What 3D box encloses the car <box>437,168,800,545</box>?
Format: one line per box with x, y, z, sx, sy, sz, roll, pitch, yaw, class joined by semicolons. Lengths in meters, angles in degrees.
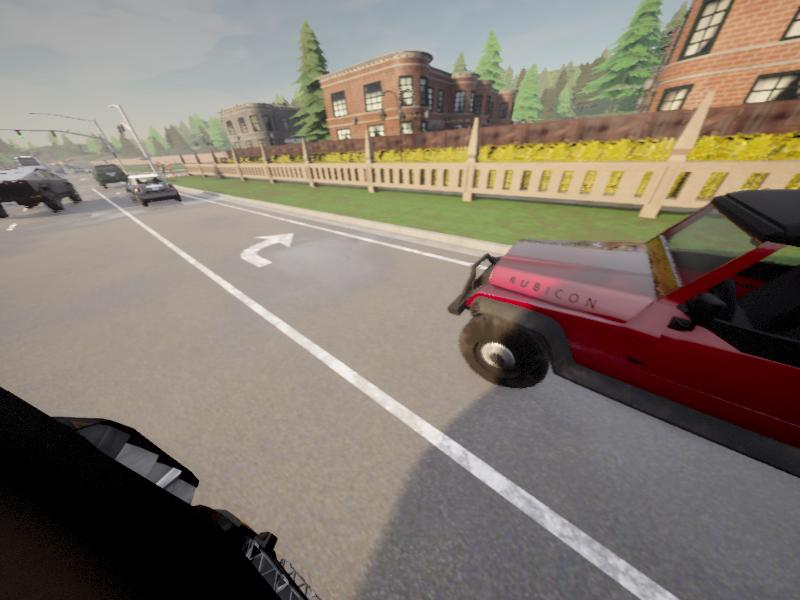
2.520;0.106;1.886;3.866;1.878;1.905;22;41;32;car

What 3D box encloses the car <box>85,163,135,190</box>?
-30.147;-12.916;23.985;5.566;2.045;2.150;22;41;32;car

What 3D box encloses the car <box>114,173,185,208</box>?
-15.168;-6.742;13.997;3.806;1.475;1.970;22;41;32;car

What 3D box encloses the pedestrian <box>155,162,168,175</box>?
-40.273;-22.273;39.005;0.751;1.860;0.751;25;43;36;pedestrian

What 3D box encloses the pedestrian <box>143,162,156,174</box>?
-48.510;-25.609;44.777;0.751;1.860;0.751;15;37;25;pedestrian

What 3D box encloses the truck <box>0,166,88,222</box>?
-20.977;-6.180;13.059;2.390;2.098;6.274;-27;40;-31;truck

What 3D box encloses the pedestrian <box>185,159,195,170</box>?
-42.496;-27.452;46.701;0.751;1.860;0.751;25;42;35;pedestrian

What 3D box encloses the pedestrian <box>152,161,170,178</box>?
-31.312;-17.141;30.283;0.751;1.860;0.751;14;37;23;pedestrian

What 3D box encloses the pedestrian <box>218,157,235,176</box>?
-20.331;-15.613;27.094;0.751;1.860;0.751;20;40;31;pedestrian

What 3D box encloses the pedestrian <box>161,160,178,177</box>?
-30.889;-17.622;30.972;0.751;1.860;0.751;21;40;32;pedestrian

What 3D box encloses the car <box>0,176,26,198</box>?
-37.347;-10.603;21.633;4.674;1.442;1.812;22;41;32;car
